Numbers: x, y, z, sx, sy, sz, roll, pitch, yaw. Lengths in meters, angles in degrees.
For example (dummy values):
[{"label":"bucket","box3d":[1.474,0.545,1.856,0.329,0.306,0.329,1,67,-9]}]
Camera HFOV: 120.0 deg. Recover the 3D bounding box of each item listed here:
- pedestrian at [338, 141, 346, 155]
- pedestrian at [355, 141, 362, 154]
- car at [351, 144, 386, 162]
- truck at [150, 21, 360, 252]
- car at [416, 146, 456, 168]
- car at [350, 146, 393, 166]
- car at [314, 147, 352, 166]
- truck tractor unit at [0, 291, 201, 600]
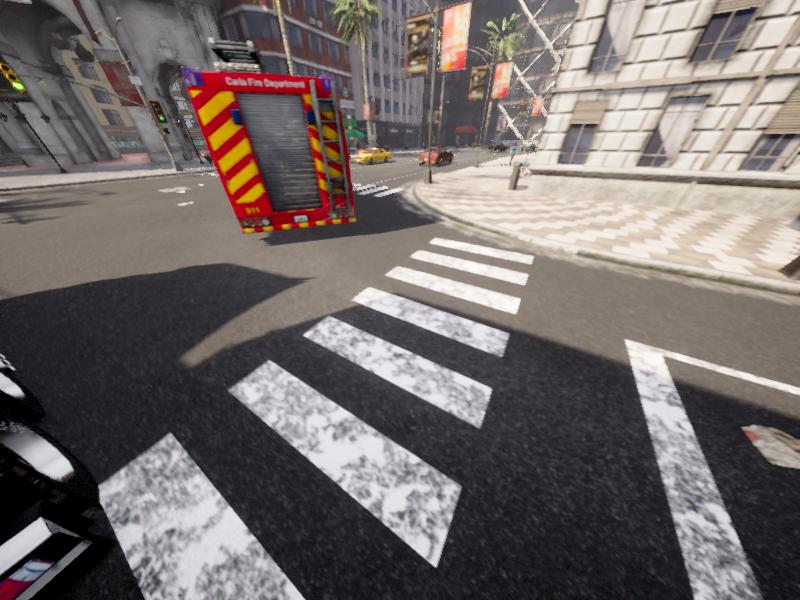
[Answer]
[{"label":"pedestrian","box3d":[-9.246,-24.207,36.884,0.751,1.860,0.751,19,40,26]},{"label":"pedestrian","box3d":[-7.029,-25.973,39.394,0.751,1.860,0.751,20,40,27]},{"label":"car","box3d":[-3.975,-19.336,30.207,2.097,1.767,4.553,19,39,25]},{"label":"truck","box3d":[-3.920,-5.349,8.369,2.891,3.827,8.468,-12,36,-15]},{"label":"car","box3d":[3.887,-15.163,24.290,2.152,1.651,5.027,19,39,25]},{"label":"car","box3d":[-3.026,-16.293,26.020,1.801,1.575,5.366,19,39,25]},{"label":"car","box3d":[-7.335,-16.093,25.801,1.789,1.549,3.705,19,39,25]},{"label":"truck tractor unit","box3d":[-5.156,-0.252,0.715,6.516,4.208,3.053,16,38,22]}]
